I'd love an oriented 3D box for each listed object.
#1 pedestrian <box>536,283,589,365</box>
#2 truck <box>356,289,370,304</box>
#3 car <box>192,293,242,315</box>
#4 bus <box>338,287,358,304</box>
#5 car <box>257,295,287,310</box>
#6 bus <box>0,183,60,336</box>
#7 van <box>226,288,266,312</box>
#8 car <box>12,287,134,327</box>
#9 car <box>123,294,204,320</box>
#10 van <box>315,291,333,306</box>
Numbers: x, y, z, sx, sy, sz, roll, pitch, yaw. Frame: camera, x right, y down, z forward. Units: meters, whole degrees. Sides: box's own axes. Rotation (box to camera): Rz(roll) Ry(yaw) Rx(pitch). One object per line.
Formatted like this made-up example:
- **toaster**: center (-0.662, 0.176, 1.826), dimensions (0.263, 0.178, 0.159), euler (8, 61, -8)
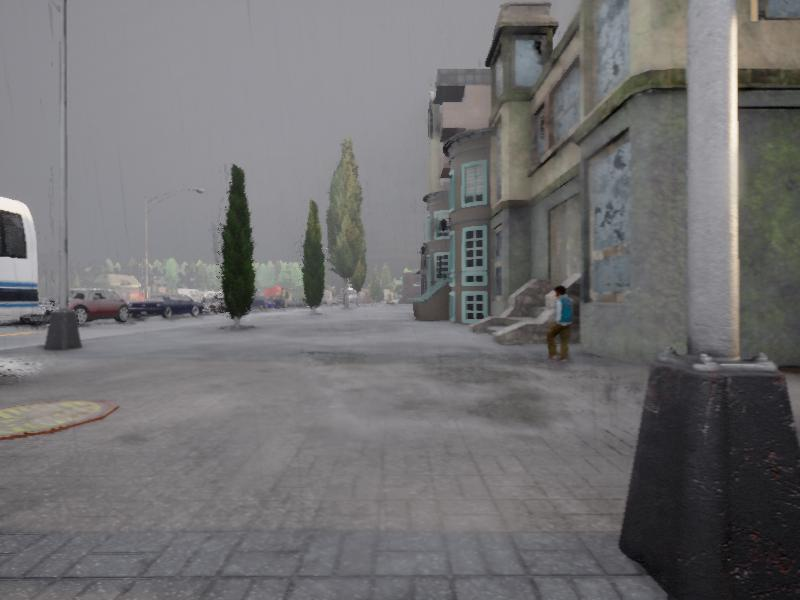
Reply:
- **pedestrian**: center (2.322, 0.325, 5.746), dimensions (0.500, 1.100, 0.500), euler (0, 0, -27)
- **truck**: center (-9.785, -0.915, 106.541), dimensions (2.891, 3.827, 8.468), euler (0, 0, 0)
- **car**: center (-13.359, 0.266, 29.417), dimensions (1.970, 1.475, 3.806), euler (0, 0, -1)
- **bus**: center (-13.669, -1.126, 106.404), dimensions (3.944, 4.253, 10.273), euler (0, 0, 0)
- **car**: center (-13.427, 0.267, 42.123), dimensions (1.816, 1.474, 4.193), euler (0, 0, 0)
- **bus**: center (-13.054, -1.122, 7.987), dimensions (3.944, 4.253, 10.273), euler (0, 0, -1)
- **van**: center (-13.387, 0.011, 35.033), dimensions (1.775, 1.987, 4.442), euler (0, 0, 0)
- **car**: center (-13.291, 0.266, 16.604), dimensions (1.970, 1.475, 3.806), euler (0, 0, -1)
- **car**: center (-13.320, 0.356, 22.969), dimensions (1.895, 1.301, 4.718), euler (0, 0, 0)
- **van**: center (-13.600, -0.287, 71.903), dimensions (1.988, 2.561, 5.915), euler (0, 0, 0)
